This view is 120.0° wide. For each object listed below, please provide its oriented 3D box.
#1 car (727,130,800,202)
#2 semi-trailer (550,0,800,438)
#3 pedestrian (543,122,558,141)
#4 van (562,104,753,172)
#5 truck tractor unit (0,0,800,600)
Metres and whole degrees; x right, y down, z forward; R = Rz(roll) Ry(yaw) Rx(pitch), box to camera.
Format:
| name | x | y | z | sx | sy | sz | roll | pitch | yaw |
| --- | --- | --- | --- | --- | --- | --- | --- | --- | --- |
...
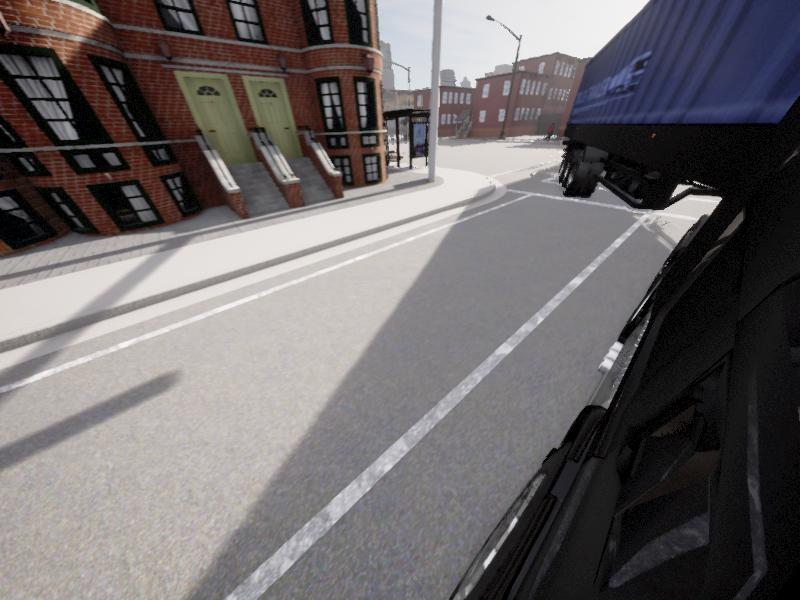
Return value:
| name | x | y | z | sx | sy | sz | roll | pitch | yaw |
| --- | --- | --- | --- | --- | --- | --- | --- | --- | --- |
| car | 13.850 | -4.448 | 7.415 | 4.856 | 1.649 | 2.033 | -16 | 39 | -17 |
| semi-trailer | 6.498 | -4.521 | 5.603 | 2.717 | 4.402 | 14.254 | 14 | 40 | 19 |
| pedestrian | 18.368 | -20.545 | 28.195 | 0.751 | 1.860 | 0.751 | -22 | 41 | -24 |
| van | 13.333 | -8.921 | 12.762 | 2.351 | 2.431 | 6.366 | -28 | 43 | -30 |
| truck tractor unit | 2.645 | -0.295 | 0.352 | 6.516 | 4.208 | 3.053 | -28 | 44 | -30 |
